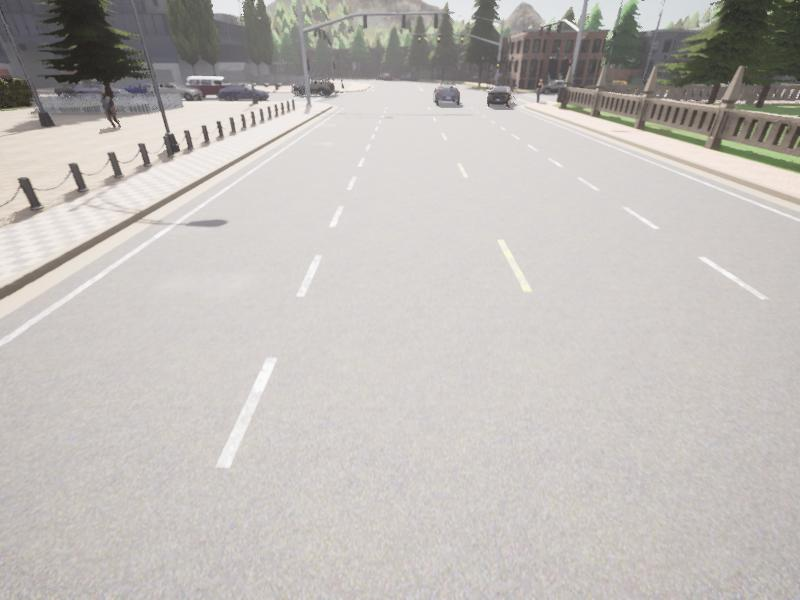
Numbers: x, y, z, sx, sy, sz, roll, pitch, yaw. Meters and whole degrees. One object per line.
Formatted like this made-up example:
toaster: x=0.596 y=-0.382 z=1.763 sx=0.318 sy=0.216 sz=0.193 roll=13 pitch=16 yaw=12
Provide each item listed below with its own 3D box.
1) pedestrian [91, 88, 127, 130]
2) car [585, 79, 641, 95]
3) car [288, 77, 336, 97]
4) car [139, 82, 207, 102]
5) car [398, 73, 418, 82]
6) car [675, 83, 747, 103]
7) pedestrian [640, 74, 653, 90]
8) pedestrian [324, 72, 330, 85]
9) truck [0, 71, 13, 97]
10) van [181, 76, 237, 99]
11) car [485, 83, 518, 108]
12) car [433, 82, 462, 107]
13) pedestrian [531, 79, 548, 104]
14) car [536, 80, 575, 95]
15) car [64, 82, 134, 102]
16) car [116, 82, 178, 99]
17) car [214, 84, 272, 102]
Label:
pedestrian: x=-14.715 y=-9.670 z=20.288 sx=0.751 sy=1.860 sz=0.751 roll=-4 pitch=31 yaw=-7
car: x=25.227 y=-25.251 z=47.483 sx=5.366 sy=1.575 sz=1.801 roll=0 pitch=30 yaw=1
car: x=-9.718 y=-23.657 z=44.489 sx=4.605 sy=1.855 sz=1.932 roll=4 pitch=30 yaw=7
car: x=-21.957 y=-20.222 z=38.887 sx=5.027 sy=1.651 sz=2.152 roll=0 pitch=30 yaw=1
car: x=1.745 y=-48.668 z=87.488 sx=2.242 sy=1.667 sz=4.611 roll=-17 pitch=34 yaw=-26
car: x=29.713 y=-19.891 z=38.405 sx=4.902 sy=1.511 sz=2.128 roll=0 pitch=30 yaw=1
pedestrian: x=32.707 y=-28.909 z=53.094 sx=0.751 sy=1.860 sz=0.751 roll=0 pitch=30 yaw=0
pedestrian: x=-12.326 y=-37.479 z=67.747 sx=0.751 sy=1.860 sz=0.751 roll=-2 pitch=30 yaw=-4
truck: x=-47.843 y=-24.273 z=44.969 sx=5.204 sy=2.467 sz=2.627 roll=0 pitch=30 yaw=1
van: x=-19.852 y=-22.158 z=41.774 sx=4.480 sy=2.038 sz=2.069 roll=0 pitch=30 yaw=0
car: x=8.854 y=-17.758 z=34.648 sx=1.930 sy=1.638 sz=5.238 roll=10 pitch=32 yaw=17
car: x=4.213 y=-18.650 z=36.193 sx=2.152 sy=1.651 sz=5.027 roll=1 pitch=31 yaw=1
pedestrian: x=12.052 y=-18.075 z=34.623 sx=0.751 sy=1.860 sz=0.751 roll=-11 pitch=32 yaw=-18
car: x=18.433 y=-25.245 z=47.579 sx=3.806 sy=1.475 sz=1.970 roll=0 pitch=30 yaw=0
car: x=-29.183 y=-20.263 z=38.956 sx=4.856 sy=1.649 sz=2.033 roll=0 pitch=30 yaw=1
car: x=-26.449 y=-21.980 z=41.972 sx=5.008 sy=1.535 sz=1.882 roll=0 pitch=30 yaw=1
car: x=-15.159 y=-20.079 z=38.817 sx=4.674 sy=1.442 sz=1.812 roll=1 pitch=30 yaw=2
